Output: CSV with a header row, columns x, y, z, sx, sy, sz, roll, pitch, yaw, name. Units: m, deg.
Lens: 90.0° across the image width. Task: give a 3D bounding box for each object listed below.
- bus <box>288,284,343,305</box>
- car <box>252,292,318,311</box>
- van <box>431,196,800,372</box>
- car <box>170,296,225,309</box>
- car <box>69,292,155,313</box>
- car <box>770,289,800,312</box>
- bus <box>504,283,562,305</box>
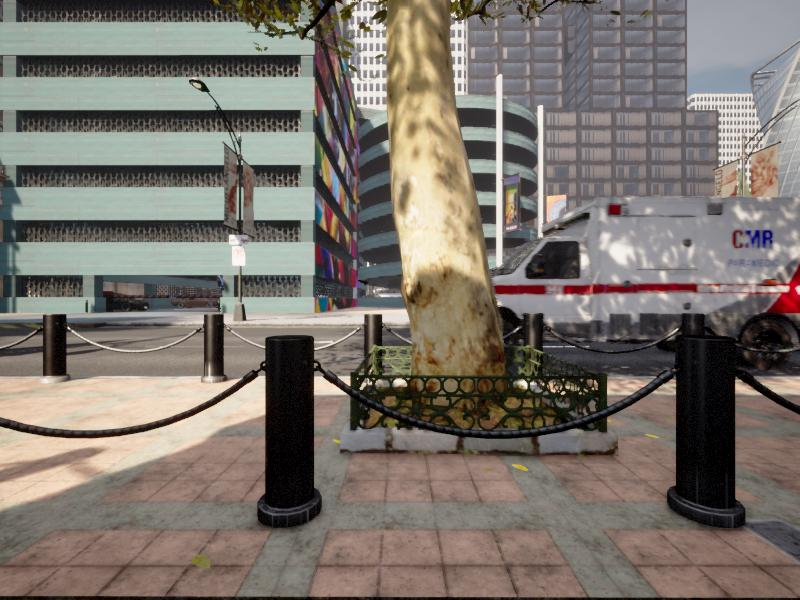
x,y,z,sx,sy,sz,roll,pitch,yaw,name
-17.060,-1.138,81.128,10.273,4.253,3.944,0,0,0,bus
-9.593,0.117,33.684,4.902,1.511,2.128,0,0,0,car
3.790,-0.222,6.700,6.366,2.431,2.351,0,0,0,van
-20.752,0.207,41.191,4.718,1.301,1.895,0,0,0,car
-21.193,0.157,29.591,4.786,1.482,2.161,0,0,0,car
33.518,0.046,33.266,1.905,1.878,3.866,0,0,0,car
26.276,-1.139,79.451,10.273,4.253,3.944,0,0,40,bus
